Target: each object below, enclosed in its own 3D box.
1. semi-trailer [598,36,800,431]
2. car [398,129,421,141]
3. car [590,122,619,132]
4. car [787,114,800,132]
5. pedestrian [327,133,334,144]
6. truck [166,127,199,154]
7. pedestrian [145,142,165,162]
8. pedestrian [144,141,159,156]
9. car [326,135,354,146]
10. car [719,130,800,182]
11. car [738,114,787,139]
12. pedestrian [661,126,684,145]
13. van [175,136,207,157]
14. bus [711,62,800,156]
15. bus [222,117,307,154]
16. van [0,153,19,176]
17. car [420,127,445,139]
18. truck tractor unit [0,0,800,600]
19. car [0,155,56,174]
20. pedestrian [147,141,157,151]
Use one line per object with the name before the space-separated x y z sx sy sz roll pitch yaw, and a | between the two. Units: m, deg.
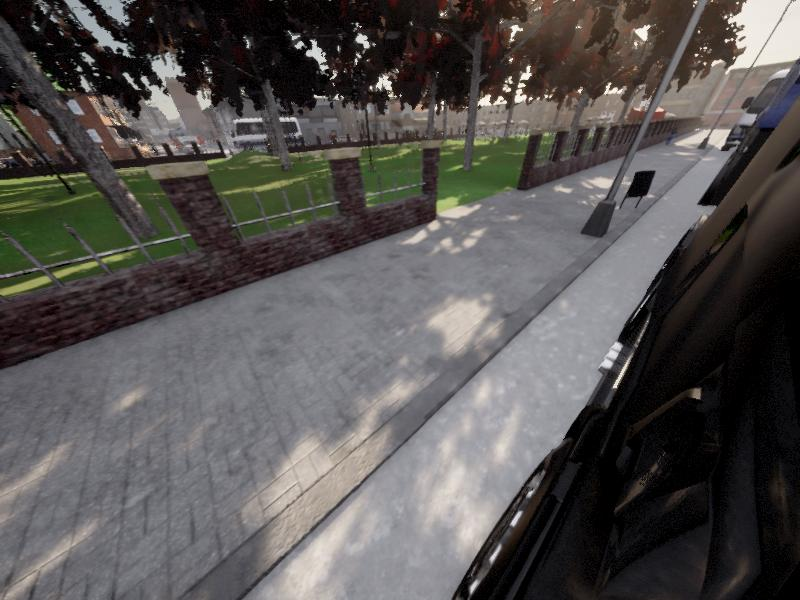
semi-trailer | 8.719 -3.581 4.222 14.254 4.402 2.717 -28 43 -30
car | 2.041 -34.439 48.247 4.605 1.855 1.932 -28 44 -30
car | 43.300 -36.628 48.921 1.851 1.617 3.988 -28 44 -30
car | 49.794 -21.648 28.031 4.605 1.855 1.932 -29 44 -31
pedestrian | -14.195 -32.994 47.134 0.751 1.860 0.751 -24 42 -26
truck | -41.494 -30.429 43.981 2.891 3.827 8.468 -28 44 -30
pedestrian | -27.772 -16.784 26.211 0.751 1.860 0.751 -31 45 -33
pedestrian | -40.036 -24.376 37.175 0.751 1.860 0.751 24 44 31
car | -11.266 -30.275 43.859 4.674 1.442 1.812 -28 44 -30
car | 16.448 -6.511 10.207 5.357 1.411 2.033 -28 43 -30
car | 36.913 -17.787 23.648 3.866 1.878 1.905 -28 44 -30
pedestrian | 23.465 -14.157 19.901 0.751 1.300 0.751 24 44 31
van | -32.484 -23.909 35.823 2.351 2.431 6.366 -29 44 -31
bus | 26.311 -12.938 15.827 10.273 4.253 3.944 -28 43 -30
bus | -21.043 -26.181 36.624 10.273 4.253 3.944 -27 43 -29
van | -39.305 -12.170 20.849 4.442 1.987 1.775 -30 44 -31
car | 7.277 -37.170 51.445 5.566 2.045 2.150 -30 45 -32
truck tractor unit | 2.645 -0.295 0.351 6.516 4.208 3.053 -28 44 -30
car | -40.621 -14.201 24.241 4.718 1.301 1.895 -26 42 -28
pedestrian | -58.925 -36.688 54.933 0.751 1.860 0.751 -28 43 -30
